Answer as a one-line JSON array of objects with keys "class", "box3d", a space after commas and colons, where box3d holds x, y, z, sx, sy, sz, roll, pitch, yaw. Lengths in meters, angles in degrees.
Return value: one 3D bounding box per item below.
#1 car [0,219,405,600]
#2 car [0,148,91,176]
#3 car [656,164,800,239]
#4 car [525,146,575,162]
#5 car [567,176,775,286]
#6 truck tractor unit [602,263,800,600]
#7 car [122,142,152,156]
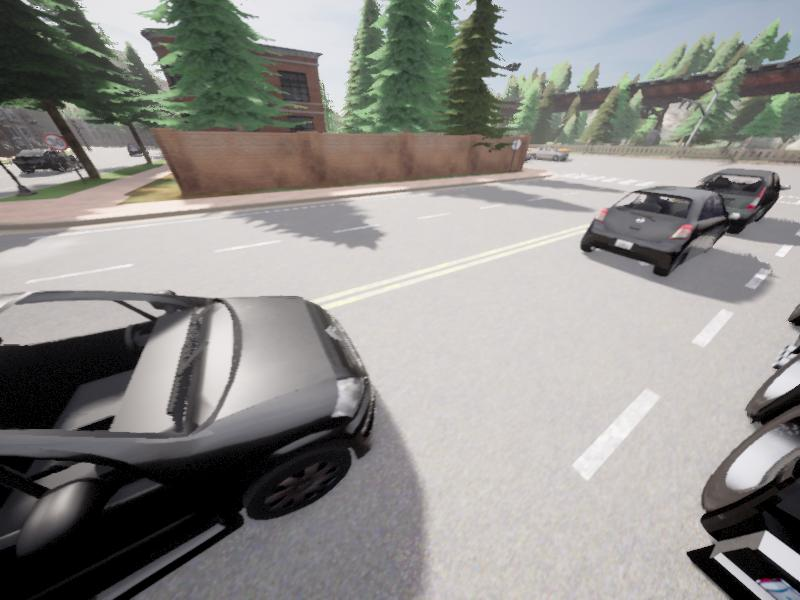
[{"class": "car", "box3d": [-2.170, 0.840, 1.379, 3.988, 1.617, 1.851, -18, 39, -24]}, {"class": "car", "box3d": [-26.898, -10.736, 17.810, 1.837, 1.490, 4.892, -17, 38, -23]}, {"class": "car", "box3d": [11.032, -3.452, 7.691, 3.988, 1.617, 1.851, -18, 39, -24]}, {"class": "car", "box3d": [20.347, -20.016, 31.609, 2.152, 1.651, 5.027, -18, 39, -24]}, {"class": "car", "box3d": [6.186, -1.846, 5.398, 3.633, 1.501, 1.845, -18, 39, -24]}, {"class": "truck tractor unit", "box3d": [5.110, -0.300, 0.790, 6.516, 4.208, 3.053, -18, 39, -24]}, {"class": "car", "box3d": [-40.316, -23.215, 35.513, 2.033, 1.649, 4.856, -22, 41, -29]}]
